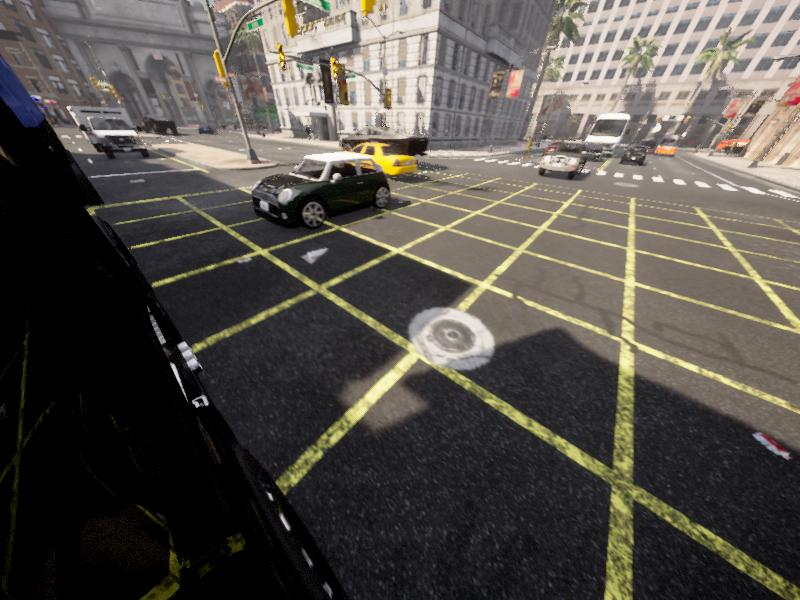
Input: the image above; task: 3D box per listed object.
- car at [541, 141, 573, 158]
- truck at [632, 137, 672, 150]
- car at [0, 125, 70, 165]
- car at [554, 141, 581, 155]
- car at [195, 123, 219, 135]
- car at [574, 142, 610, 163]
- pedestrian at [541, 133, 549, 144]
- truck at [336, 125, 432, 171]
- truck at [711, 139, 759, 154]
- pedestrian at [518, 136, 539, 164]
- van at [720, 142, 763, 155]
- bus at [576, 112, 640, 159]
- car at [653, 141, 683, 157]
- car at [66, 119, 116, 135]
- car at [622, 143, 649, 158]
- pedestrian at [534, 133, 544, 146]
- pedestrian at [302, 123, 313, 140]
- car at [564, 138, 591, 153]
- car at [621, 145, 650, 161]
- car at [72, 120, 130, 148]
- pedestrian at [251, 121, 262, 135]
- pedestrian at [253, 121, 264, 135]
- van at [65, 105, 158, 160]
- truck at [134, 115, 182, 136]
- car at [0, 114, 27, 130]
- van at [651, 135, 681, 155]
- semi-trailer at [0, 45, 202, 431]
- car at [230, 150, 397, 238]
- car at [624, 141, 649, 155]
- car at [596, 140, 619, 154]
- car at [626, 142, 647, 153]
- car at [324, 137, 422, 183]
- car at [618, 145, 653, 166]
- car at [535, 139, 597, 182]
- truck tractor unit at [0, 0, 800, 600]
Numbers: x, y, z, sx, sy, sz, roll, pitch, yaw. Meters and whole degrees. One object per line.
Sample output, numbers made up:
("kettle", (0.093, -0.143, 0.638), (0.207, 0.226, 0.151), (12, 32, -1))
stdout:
("car", (18.082, -17.315, 26.497), (1.812, 1.442, 4.674), (28, 44, 30))
("truck", (59.167, -36.891, 54.373), (6.274, 2.098, 2.390), (0, 37, -4))
("car", (-20.622, -8.721, 12.840), (5.357, 1.411, 2.033), (28, 44, 30))
("car", (22.452, -20.300, 30.842), (1.895, 1.301, 4.718), (28, 44, 30))
("car", (-32.208, -28.728, 38.750), (1.994, 1.385, 4.181), (-12, 39, -18))
("car", (20.085, -15.453, 24.071), (2.038, 1.542, 4.974), (28, 44, 30))
("pedestrian", (32.494, -36.148, 51.722), (0.751, 1.860, 0.751), (26, 43, 28))
("truck", (-1.250, -10.455, 15.700), (6.274, 2.098, 2.390), (28, 44, 30))
("truck", (74.303, -34.219, 51.411), (5.204, 2.467, 2.627), (28, 44, 30))
("pedestrian", (10.554, -12.303, 19.009), (0.751, 1.860, 0.751), (26, 43, 28))
("van", (72.362, -32.324, 49.144), (4.480, 2.038, 2.069), (28, 44, 30))
("bus", (26.757, -21.022, 29.598), (3.944, 4.253, 10.273), (28, 44, 30))
("car", (39.624, -22.439, 34.282), (2.097, 1.767, 4.553), (28, 44, 30))
("car", (-38.675, -21.858, 29.125), (2.128, 1.511, 4.902), (-18, 41, -24))
("car", (32.420, -20.623, 31.778), (2.033, 1.411, 5.357), (28, 44, 30))
("pedestrian", (25.471, -29.425, 42.377), (0.751, 1.860, 0.751), (-25, 45, -32))
("pedestrian", (-12.674, -23.085, 31.705), (0.751, 1.860, 0.751), (31, 45, 32))
("car", (26.999, -23.549, 35.115), (2.242, 1.667, 4.611), (28, 44, 30))
("car", (27.814, -17.434, 27.353), (1.895, 1.301, 4.718), (28, 44, 30))
("car", (-24.594, -13.684, 19.002), (4.856, 1.649, 2.033), (28, 44, 30))
("pedestrian", (-23.285, -27.938, 37.524), (0.751, 1.860, 0.751), (4, 37, 2))
("pedestrian", (-22.807, -27.698, 37.234), (0.751, 1.860, 0.751), (21, 41, 23))
("van", (-18.709, -10.870, 14.947), (6.366, 2.431, 2.351), (28, 44, 30))
("truck", (-34.709, -25.058, 33.123), (6.274, 2.098, 2.390), (23, 41, 24))
("car", (-52.557, -22.674, 29.298), (5.027, 1.651, 2.152), (-25, 45, -32))
("van", (44.251, -25.914, 38.552), (1.988, 2.561, 5.915), (28, 44, 30))
("semi-trailer", (-8.699, -3.603, 4.230), (14.254, 4.402, 2.717), (28, 44, 30))
("car", (-2.083, -3.274, 6.631), (1.970, 1.475, 3.806), (28, 44, 30))
("car", (37.049, -23.907, 36.224), (2.152, 1.651, 5.027), (29, 44, 30))
("car", (32.410, -23.930, 36.060), (2.007, 1.525, 4.514), (28, 44, 30))
("car", (41.933, -27.148, 41.007), (2.033, 1.411, 5.357), (28, 44, 30))
("car", (-1.573, -7.668, 12.410), (5.366, 1.575, 1.801), (28, 44, 30))
("car", (23.441, -14.484, 23.027), (1.816, 1.474, 4.193), (28, 44, 30))
("car", (10.463, -8.880, 14.483), (1.932, 1.855, 4.605), (28, 44, 30))
("truck tractor unit", (-2.645, -0.295, 0.351), (6.516, 4.208, 3.053), (28, 44, 30))
